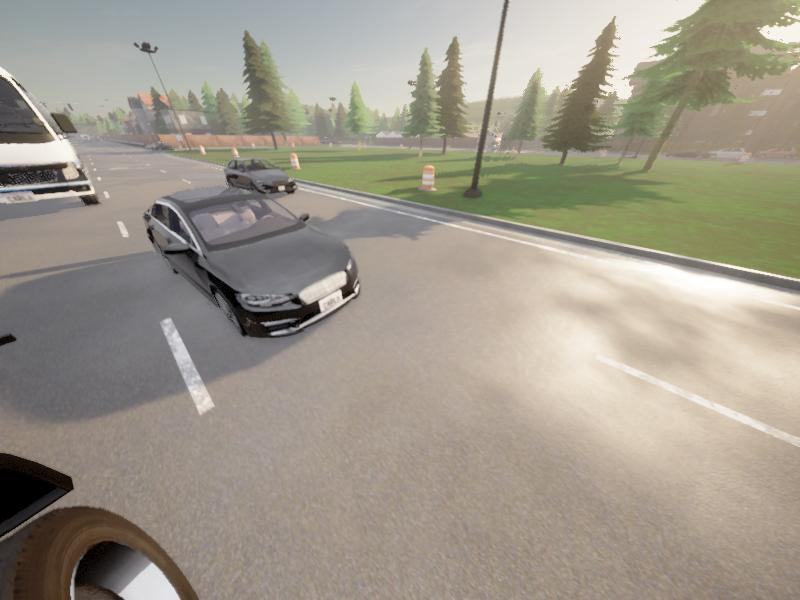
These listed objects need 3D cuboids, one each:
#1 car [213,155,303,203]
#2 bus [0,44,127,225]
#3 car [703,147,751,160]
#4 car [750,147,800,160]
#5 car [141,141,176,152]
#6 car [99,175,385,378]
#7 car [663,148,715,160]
[{"bbox_3d":[-6.744,-5.869,10.957,4.193,1.474,1.816,26,42,31],"label":"car"},{"bbox_3d":[-15.537,-6.365,9.130,10.273,4.253,3.944,27,43,33],"label":"bus"},{"bbox_3d":[48.738,-21.928,34.571,3.633,1.501,1.845,27,43,33],"label":"car"},{"bbox_3d":[57.829,-22.626,35.650,3.633,1.501,1.845,27,43,33],"label":"car"},{"bbox_3d":[-43.228,-27.590,41.515,1.970,1.475,3.806,3,35,4],"label":"car"},{"bbox_3d":[-2.861,-1.065,4.113,4.902,1.511,2.128,24,41,29],"label":"car"},{"bbox_3d":[43.267,-21.970,34.761,4.718,1.301,1.895,27,43,33],"label":"car"}]
